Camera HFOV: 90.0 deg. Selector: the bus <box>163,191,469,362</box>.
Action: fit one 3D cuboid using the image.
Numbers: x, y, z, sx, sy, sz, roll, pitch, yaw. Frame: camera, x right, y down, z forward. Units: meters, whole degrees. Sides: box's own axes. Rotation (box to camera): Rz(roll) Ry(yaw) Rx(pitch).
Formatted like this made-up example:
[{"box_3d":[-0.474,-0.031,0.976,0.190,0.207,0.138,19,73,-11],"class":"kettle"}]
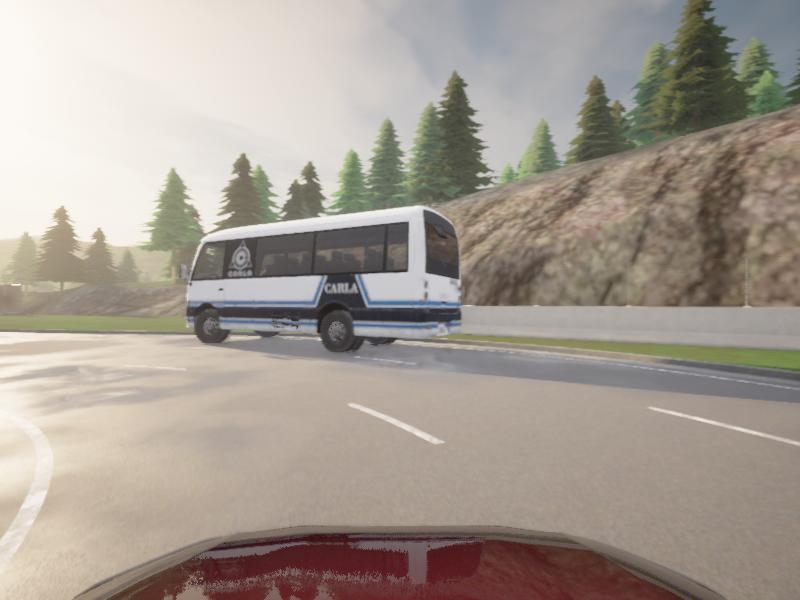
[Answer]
[{"box_3d":[-3.151,-0.528,14.023,10.273,4.253,3.944,0,-2,28],"class":"bus"}]
